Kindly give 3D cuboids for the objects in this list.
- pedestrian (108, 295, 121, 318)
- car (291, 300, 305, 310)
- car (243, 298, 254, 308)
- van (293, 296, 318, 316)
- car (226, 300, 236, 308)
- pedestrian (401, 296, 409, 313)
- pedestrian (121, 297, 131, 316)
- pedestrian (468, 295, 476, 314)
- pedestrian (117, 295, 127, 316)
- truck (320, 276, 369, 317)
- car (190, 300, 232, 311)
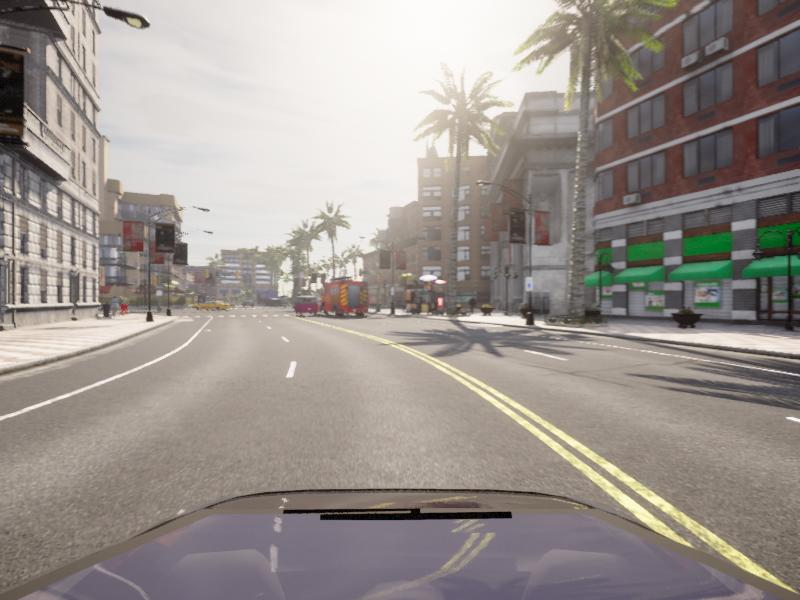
[{"bbox_3d":[-23.043,0.502,32.268,0.751,1.860,0.751,0,0,-25],"label":"pedestrian"},{"bbox_3d":[-17.608,0.818,68.681,1.789,1.549,3.705,0,0,-23],"label":"car"},{"bbox_3d":[-32.553,0.583,85.856,2.150,2.045,5.566,0,1,-22],"label":"car"},{"bbox_3d":[-9.873,0.603,41.680,1.775,1.987,4.442,0,0,-23],"label":"van"},{"bbox_3d":[-35.055,0.808,82.755,1.851,1.617,3.988,0,0,-23],"label":"car"},{"bbox_3d":[0.546,0.478,44.179,0.751,1.860,0.751,0,0,22],"label":"pedestrian"},{"bbox_3d":[-28.158,0.658,41.071,0.751,1.860,0.751,0,0,-27],"label":"pedestrian"},{"bbox_3d":[7.201,0.479,39.938,0.751,1.860,0.751,0,0,8],"label":"pedestrian"},{"bbox_3d":[-25.802,0.504,37.084,0.751,1.860,0.751,0,0,-36],"label":"pedestrian"},{"bbox_3d":[-5.938,-0.322,41.400,2.891,3.827,8.468,0,0,-23],"label":"truck"},{"bbox_3d":[-28.170,0.819,59.646,5.366,1.575,1.801,0,0,-1],"label":"car"}]
